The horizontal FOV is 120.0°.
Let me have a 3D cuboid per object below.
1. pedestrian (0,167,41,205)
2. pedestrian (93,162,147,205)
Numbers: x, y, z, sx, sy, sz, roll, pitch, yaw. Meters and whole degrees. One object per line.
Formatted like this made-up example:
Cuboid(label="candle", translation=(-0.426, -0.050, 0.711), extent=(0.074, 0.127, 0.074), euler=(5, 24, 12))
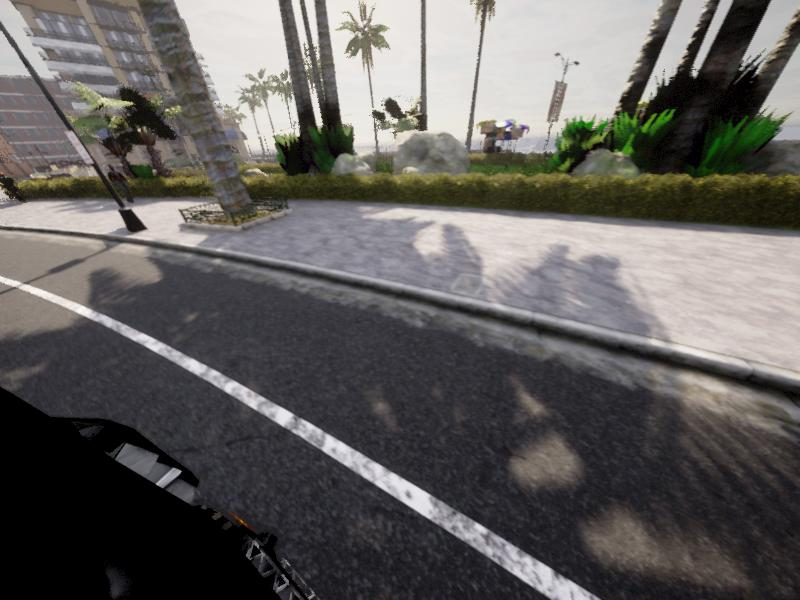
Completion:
Cuboid(label="pedestrian", translation=(-22.333, -6.523, 13.298), extent=(0.751, 1.860, 0.751), euler=(5, 35, 12))
Cuboid(label="pedestrian", translation=(-14.297, -5.945, 11.856), extent=(0.751, 1.860, 0.751), euler=(6, 35, 12))
